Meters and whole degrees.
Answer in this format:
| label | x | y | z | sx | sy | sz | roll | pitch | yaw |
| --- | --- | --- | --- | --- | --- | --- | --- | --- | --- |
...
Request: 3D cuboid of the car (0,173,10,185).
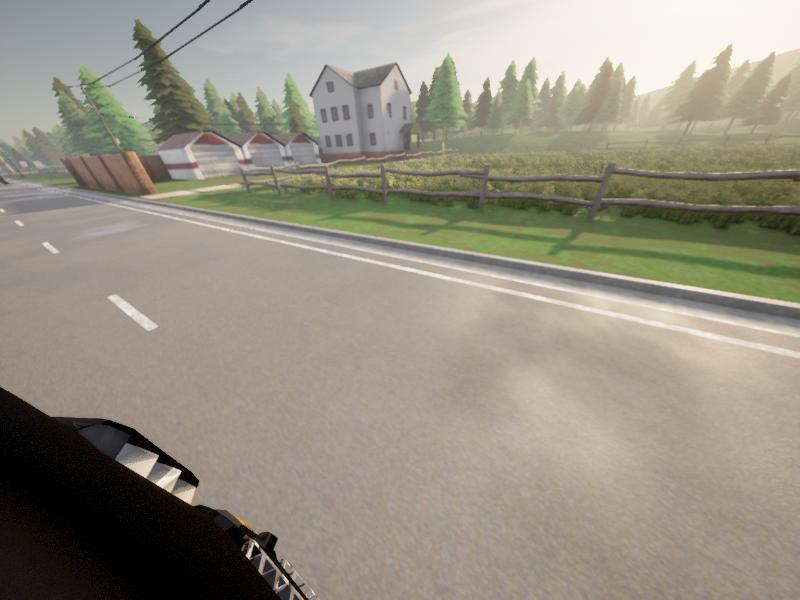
| label | x | y | z | sx | sy | sz | roll | pitch | yaw |
| --- | --- | --- | --- | --- | --- | --- | --- | --- | --- |
| car | -58.334 | -17.407 | 32.679 | 5.566 | 2.045 | 2.150 | 16 | 38 | 26 |
